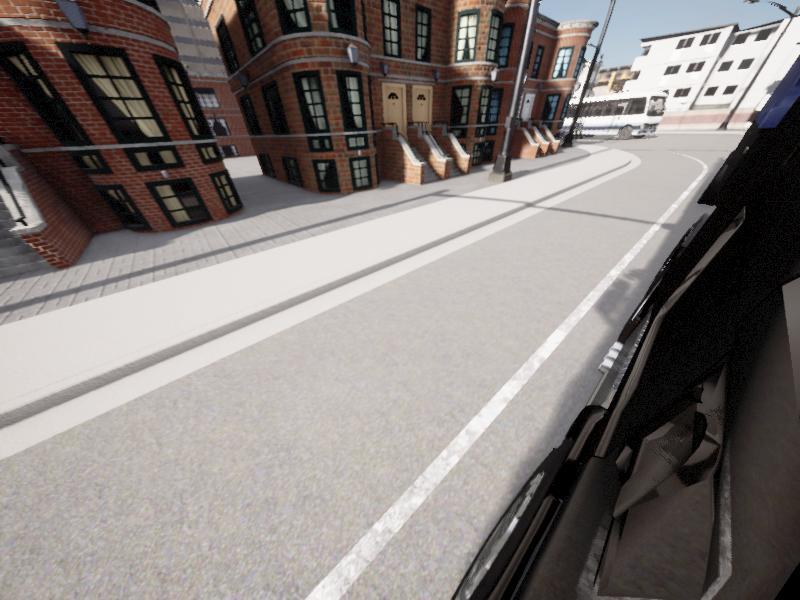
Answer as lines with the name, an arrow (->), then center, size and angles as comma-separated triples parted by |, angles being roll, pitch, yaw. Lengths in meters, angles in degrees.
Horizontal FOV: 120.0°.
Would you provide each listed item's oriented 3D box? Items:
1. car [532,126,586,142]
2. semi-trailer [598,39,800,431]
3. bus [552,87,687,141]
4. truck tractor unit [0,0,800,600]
car -> 20.238, -21.342, 29.708 | 2.033, 1.411, 5.357 | -19, 40, -21
semi-trailer -> 8.702, -3.603, 4.224 | 14.254, 4.402, 2.717 | -28, 44, -30
bus -> 24.857, -21.735, 27.554 | 3.944, 4.253, 10.273 | -15, 38, -17
truck tractor unit -> 2.645, -0.295, 0.352 | 6.516, 4.208, 3.053 | -28, 44, -30
